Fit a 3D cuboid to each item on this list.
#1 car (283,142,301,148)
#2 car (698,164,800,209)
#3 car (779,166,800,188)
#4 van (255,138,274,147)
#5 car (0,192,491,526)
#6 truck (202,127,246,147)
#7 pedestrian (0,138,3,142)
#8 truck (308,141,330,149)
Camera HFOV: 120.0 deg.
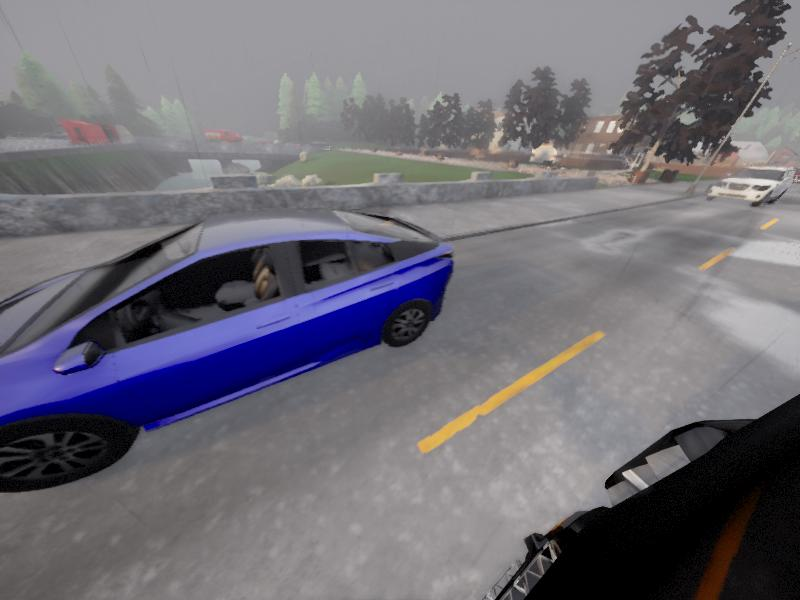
[{"bbox_3d":[-34.042,-48.944,72.936,4.514,1.525,2.007,-16,38,-26],"label":"car"},{"bbox_3d":[21.899,-7.131,14.339,5.566,2.045,2.150,-13,37,-23],"label":"car"},{"bbox_3d":[48.460,-14.706,27.616,5.566,2.045,2.150,-16,38,-26],"label":"car"},{"bbox_3d":[-40.739,-47.234,69.405,4.442,1.987,1.775,-16,38,-26],"label":"van"},{"bbox_3d":[-1.519,-0.111,2.591,4.514,1.525,2.007,-16,38,-26],"label":"car"},{"bbox_3d":[-46.941,-43.621,61.903,8.468,3.827,2.891,-16,38,-26],"label":"truck"},{"bbox_3d":[-59.081,-23.994,33.344,0.751,1.860,0.751,-16,38,-26],"label":"pedestrian"},{"bbox_3d":[-26.813,-51.293,76.393,6.274,2.098,2.390,-16,38,-26],"label":"truck"}]
